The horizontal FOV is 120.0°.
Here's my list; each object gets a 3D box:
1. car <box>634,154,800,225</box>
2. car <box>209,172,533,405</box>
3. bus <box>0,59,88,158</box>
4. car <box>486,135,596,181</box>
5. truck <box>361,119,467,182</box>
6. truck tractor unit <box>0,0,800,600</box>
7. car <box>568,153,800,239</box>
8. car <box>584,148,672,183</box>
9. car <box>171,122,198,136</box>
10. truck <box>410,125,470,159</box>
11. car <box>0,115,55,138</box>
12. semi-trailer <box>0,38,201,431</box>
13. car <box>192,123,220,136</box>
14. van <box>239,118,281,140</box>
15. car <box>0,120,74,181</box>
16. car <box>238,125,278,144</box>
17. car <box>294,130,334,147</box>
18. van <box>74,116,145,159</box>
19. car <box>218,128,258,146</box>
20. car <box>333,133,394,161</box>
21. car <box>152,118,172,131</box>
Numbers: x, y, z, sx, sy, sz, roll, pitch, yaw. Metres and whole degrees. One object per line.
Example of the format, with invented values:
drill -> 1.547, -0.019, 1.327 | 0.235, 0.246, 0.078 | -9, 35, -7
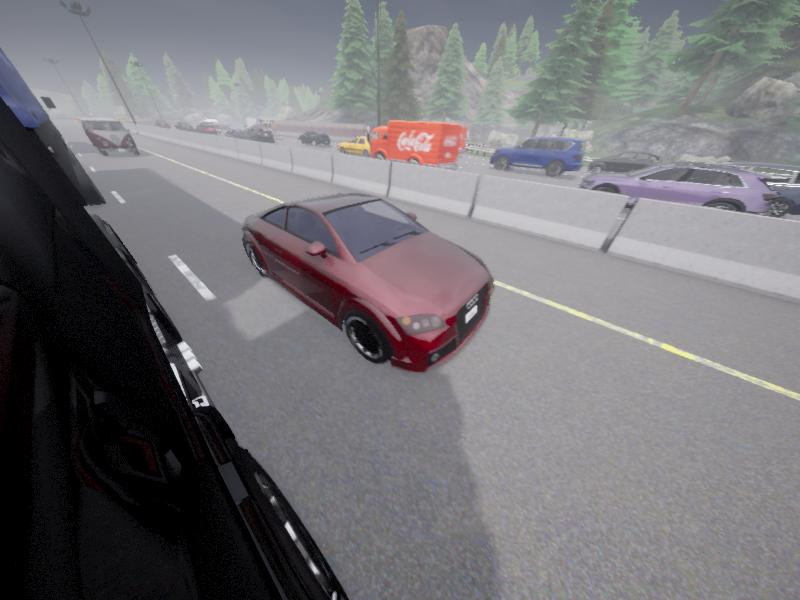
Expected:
car -> 12.872, -4.655, 9.297 | 4.611, 1.667, 2.242 | 28, 44, 30
car -> -0.701, -0.799, 3.535 | 4.181, 1.385, 1.994 | 28, 44, 30
bus -> -25.262, -12.261, 14.916 | 10.273, 4.253, 3.944 | 28, 43, 29
car -> 9.025, -9.563, 15.306 | 5.566, 2.045, 2.150 | 28, 43, 30
truck -> 0.617, -8.717, 13.293 | 5.204, 2.467, 2.627 | 28, 43, 30
truck tractor unit -> -2.645, -0.295, 0.352 | 6.516, 4.208, 3.053 | 28, 44, 30
car -> 9.177, -3.863, 8.041 | 4.856, 1.649, 2.033 | 28, 44, 30
car -> 14.892, -8.991, 15.322 | 3.705, 1.549, 1.789 | 28, 43, 30
car -> -32.246, -25.595, 34.577 | 3.705, 1.549, 1.789 | 28, 44, 29
truck -> 3.766, -15.733, 22.878 | 2.627, 2.467, 5.204 | -23, 44, -30
car -> -37.073, -17.326, 23.109 | 4.611, 1.667, 2.242 | 28, 44, 30
semi-trailer -> -8.671, -3.620, 4.260 | 14.254, 4.402, 2.717 | 28, 44, 30
car -> -31.858, -28.101, 37.975 | 4.514, 1.525, 2.007 | 28, 43, 30
van -> -20.845, -25.408, 34.310 | 6.366, 2.431, 2.351 | 28, 43, 30
car -> -16.258, -6.436, 9.745 | 4.553, 1.767, 2.097 | 28, 43, 30
car -> -17.822, -20.787, 28.952 | 4.611, 1.667, 2.242 | 28, 44, 29
car -> -10.393, -19.535, 27.890 | 4.892, 1.490, 1.837 | 28, 43, 30
van -> -18.711, -10.515, 14.888 | 4.442, 1.987, 1.775 | 28, 43, 30
car -> -17.795, -17.934, 25.388 | 4.181, 1.385, 1.994 | 28, 43, 30
car -> -3.166, -13.059, 19.607 | 5.366, 1.575, 1.801 | 28, 43, 30
car -> -46.084, -34.086, 44.863 | 2.097, 1.767, 4.553 | -24, 44, -31
